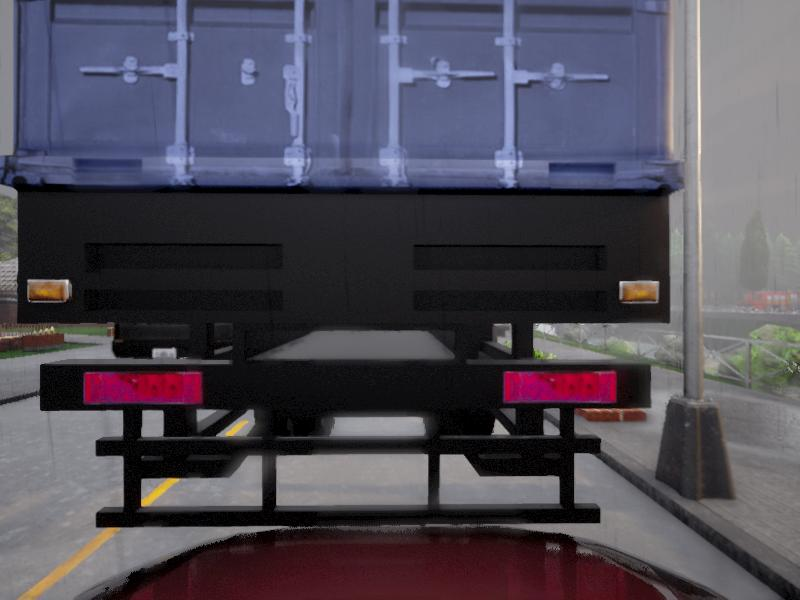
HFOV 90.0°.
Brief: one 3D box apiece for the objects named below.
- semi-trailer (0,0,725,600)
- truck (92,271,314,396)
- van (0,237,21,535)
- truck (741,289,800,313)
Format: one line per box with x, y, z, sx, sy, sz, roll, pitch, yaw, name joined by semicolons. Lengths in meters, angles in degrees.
-0.328;-0.576;8.543;2.717;4.402;14.254;0;0;-1;semi-trailer
-4.005;0.590;9.886;2.390;2.098;6.274;0;0;0;truck
-3.771;0.563;0.636;2.069;2.038;4.480;0;-1;0;van
64.243;0.149;69.402;2.891;3.827;8.468;0;0;-1;truck
